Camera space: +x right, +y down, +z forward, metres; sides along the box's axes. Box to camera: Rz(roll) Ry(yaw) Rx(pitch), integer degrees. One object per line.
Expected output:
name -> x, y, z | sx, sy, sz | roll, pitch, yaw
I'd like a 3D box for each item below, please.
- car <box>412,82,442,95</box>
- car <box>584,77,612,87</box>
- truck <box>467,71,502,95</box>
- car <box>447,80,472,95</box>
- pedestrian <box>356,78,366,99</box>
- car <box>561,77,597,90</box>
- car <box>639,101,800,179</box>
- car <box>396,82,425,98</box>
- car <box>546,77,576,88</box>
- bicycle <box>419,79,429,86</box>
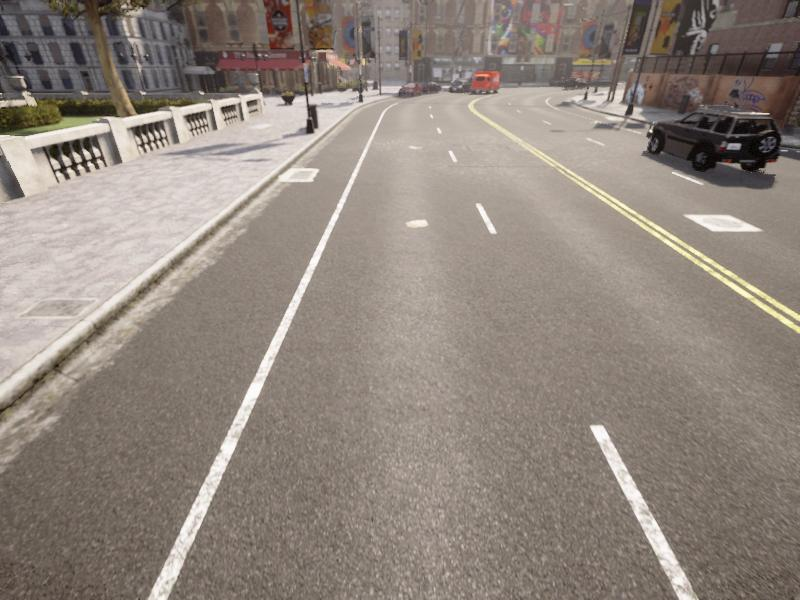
car -> 3.504, -27.127, 51.174 | 1.895, 1.301, 4.718 | 16, 34, 26
car -> 34.863, -38.429, 70.444 | 3.806, 1.475, 1.970 | -8, 31, -13
truck -> 10.650, -27.222, 50.180 | 2.627, 2.467, 5.204 | 15, 33, 24
car -> 7.781, -27.771, 52.192 | 1.970, 1.475, 3.806 | 15, 33, 24
pedestrian -> -4.007, -21.715, 41.007 | 0.751, 1.860, 0.751 | 5, 31, 8
car -> 27.403, -33.234, 61.302 | 5.238, 1.638, 1.930 | -17, 34, -26
car -> 10.795, -5.751, 14.003 | 1.932, 1.855, 4.605 | 0, 30, 1
car -> 1.284, -24.527, 46.574 | 2.002, 1.452, 4.674 | 11, 32, 17
car -> 27.491, -37.146, 68.186 | 4.514, 1.525, 2.007 | -14, 33, -23
bicycle -> 4.075, -37.008, 68.101 | 1.643, 1.024, 0.373 | 0, 20, 0
